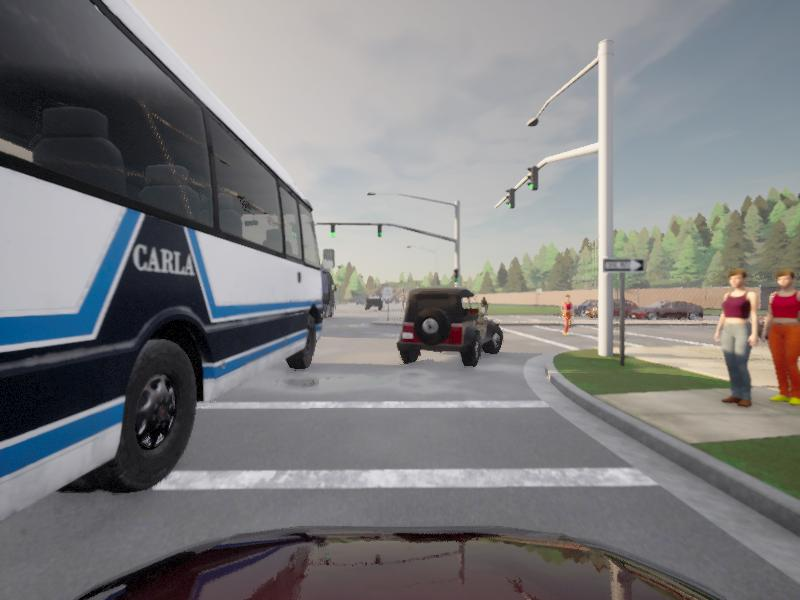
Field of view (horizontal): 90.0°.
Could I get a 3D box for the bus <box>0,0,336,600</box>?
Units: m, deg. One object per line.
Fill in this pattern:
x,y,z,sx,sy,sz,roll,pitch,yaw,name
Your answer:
-3.664,-0.538,5.589,3.944,4.253,10.273,0,1,0,bus

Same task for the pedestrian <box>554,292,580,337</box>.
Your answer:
7.154,0.613,17.130,0.751,1.860,0.751,0,0,-9,pedestrian

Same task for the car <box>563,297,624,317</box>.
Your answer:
17.697,0.642,36.768,4.553,1.767,2.097,0,0,0,car

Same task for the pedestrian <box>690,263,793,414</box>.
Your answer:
4.553,0.477,5.378,0.751,1.860,0.751,0,0,-11,pedestrian

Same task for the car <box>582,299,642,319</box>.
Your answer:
17.567,0.740,33.271,3.988,1.617,1.851,0,0,0,car

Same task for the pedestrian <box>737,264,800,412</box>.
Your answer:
5.282,0.477,5.452,0.751,1.860,0.751,0,0,-16,pedestrian

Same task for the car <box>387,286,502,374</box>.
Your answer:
1.392,0.632,10.705,1.905,1.878,3.866,0,0,25,car

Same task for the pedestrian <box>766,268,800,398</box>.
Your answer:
6.145,0.476,5.933,0.751,1.860,0.751,0,0,6,pedestrian

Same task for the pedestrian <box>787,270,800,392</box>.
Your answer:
6.561,0.476,6.239,0.751,1.860,0.751,0,0,44,pedestrian

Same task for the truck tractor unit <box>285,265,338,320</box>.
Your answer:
-7.242,-0.568,33.785,3.053,4.208,6.516,0,0,0,truck tractor unit

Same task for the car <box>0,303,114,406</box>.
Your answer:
-7.052,0.828,5.938,2.128,1.511,4.902,0,0,0,car

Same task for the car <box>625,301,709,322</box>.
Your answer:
19.784,0.809,29.763,4.792,1.488,2.163,0,0,0,car

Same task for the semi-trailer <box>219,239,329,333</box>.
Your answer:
-7.189,-0.654,25.871,2.717,4.402,14.254,0,0,0,semi-trailer

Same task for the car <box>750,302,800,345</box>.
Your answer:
15.782,0.832,15.011,3.806,1.475,1.970,0,0,-9,car

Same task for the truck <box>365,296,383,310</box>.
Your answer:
-3.961,0.455,62.151,2.390,2.098,6.274,0,0,0,truck

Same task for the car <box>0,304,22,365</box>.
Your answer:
-10.563,0.843,8.125,1.816,1.474,4.193,0,0,0,car

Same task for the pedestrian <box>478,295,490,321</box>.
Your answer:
6.253,0.595,29.805,0.751,1.860,0.751,0,0,0,pedestrian
